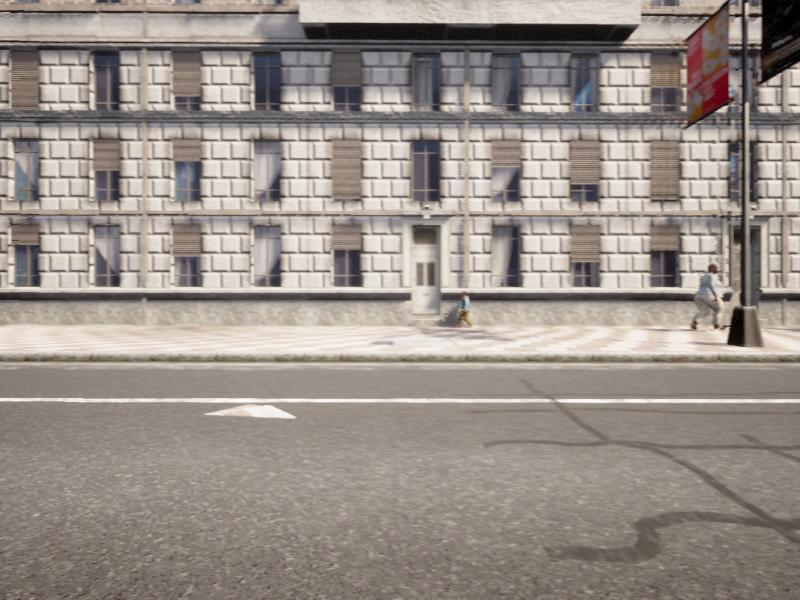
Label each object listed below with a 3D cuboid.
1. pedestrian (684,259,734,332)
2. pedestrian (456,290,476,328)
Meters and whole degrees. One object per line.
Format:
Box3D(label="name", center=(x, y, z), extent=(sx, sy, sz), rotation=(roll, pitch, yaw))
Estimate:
Box3D(label="pedestrian", center=(8.189, -0.112, 10.624), extent=(0.751, 1.860, 0.751), rotation=(0, 0, -2))
Box3D(label="pedestrian", center=(1.954, 0.266, 11.795), extent=(0.500, 1.100, 0.500), rotation=(0, 0, -1))
